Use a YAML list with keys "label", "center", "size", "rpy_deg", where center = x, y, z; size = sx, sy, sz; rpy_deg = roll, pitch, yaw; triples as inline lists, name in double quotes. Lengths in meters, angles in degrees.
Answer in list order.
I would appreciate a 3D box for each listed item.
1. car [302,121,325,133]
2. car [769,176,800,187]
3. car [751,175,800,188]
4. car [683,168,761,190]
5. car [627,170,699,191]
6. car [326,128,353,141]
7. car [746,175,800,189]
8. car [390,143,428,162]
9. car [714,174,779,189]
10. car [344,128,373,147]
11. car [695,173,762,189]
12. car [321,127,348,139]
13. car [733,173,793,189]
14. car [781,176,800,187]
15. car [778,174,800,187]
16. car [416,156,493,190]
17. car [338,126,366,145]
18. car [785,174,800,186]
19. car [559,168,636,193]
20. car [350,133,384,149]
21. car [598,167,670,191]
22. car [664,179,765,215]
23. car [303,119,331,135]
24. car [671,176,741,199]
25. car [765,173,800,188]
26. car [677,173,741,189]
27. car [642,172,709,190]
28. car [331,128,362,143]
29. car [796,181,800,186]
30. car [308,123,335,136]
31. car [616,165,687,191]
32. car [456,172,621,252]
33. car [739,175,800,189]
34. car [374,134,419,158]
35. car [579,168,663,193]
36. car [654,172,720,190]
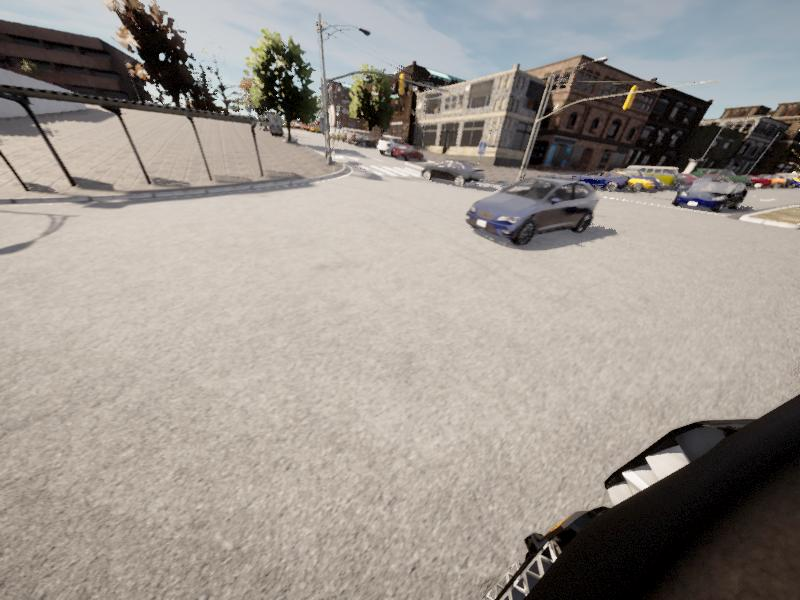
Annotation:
- label: "car"
  center: [-20.625, -41.309, 55.144]
  size: [2.185, 1.767, 4.553]
  rpy_deg: [29, 40, 26]
- label: "car"
  center: [70.251, -20.919, 40.983]
  size: [2.163, 1.488, 4.792]
  rpy_deg: [-23, 40, -35]
- label: "car"
  center: [64.519, -20.072, 39.125]
  size: [1.946, 1.575, 5.366]
  rpy_deg: [-23, 40, -35]
- label: "car"
  center: [42.304, -16.170, 30.694]
  size: [2.435, 2.045, 5.566]
  rpy_deg: [-25, 41, -37]
- label: "car"
  center: [28.503, -13.159, 25.298]
  size: [4.892, 1.521, 2.231]
  rpy_deg: [29, 40, 36]
- label: "car"
  center: [-11.228, -31.093, 43.451]
  size: [2.002, 1.452, 4.674]
  rpy_deg: [31, 41, 27]
- label: "car"
  center: [61.831, -19.523, 38.043]
  size: [2.097, 1.535, 5.008]
  rpy_deg: [-23, 40, -35]
- label: "car"
  center: [1.108, -17.600, 27.620]
  size: [2.002, 1.452, 4.674]
  rpy_deg: [30, 41, 27]
- label: "car"
  center: [50.616, -17.539, 33.999]
  size: [2.097, 1.535, 5.008]
  rpy_deg: [-25, 41, -36]
- label: "car"
  center: [-6.636, -26.194, 37.272]
  size: [1.878, 1.987, 4.442]
  rpy_deg: [31, 41, 27]
- label: "car"
  center: [45.045, -16.504, 31.914]
  size: [2.097, 1.535, 5.008]
  rpy_deg: [-25, 41, -37]
- label: "car"
  center: [-12.788, -32.779, 45.425]
  size: [2.002, 1.452, 4.674]
  rpy_deg: [30, 41, 27]
- label: "car"
  center: [56.231, -18.640, 35.959]
  size: [2.185, 1.767, 4.553]
  rpy_deg: [-24, 41, -36]
- label: "car"
  center: [75.902, -21.862, 42.873]
  size: [2.097, 1.535, 5.008]
  rpy_deg: [-22, 40, -35]
- label: "car"
  center: [73.178, -21.541, 41.722]
  size: [1.878, 1.987, 4.442]
  rpy_deg: [-23, 40, -35]
- label: "car"
  center: [3.748, -9.240, 16.652]
  size: [2.128, 1.511, 4.902]
  rpy_deg: [-25, 44, -37]
- label: "car"
  center: [-8.182, -27.884, 39.253]
  size: [1.878, 1.987, 4.442]
  rpy_deg: [31, 41, 27]
- label: "car"
  center: [78.703, -22.547, 43.710]
  size: [2.435, 2.045, 5.566]
  rpy_deg: [-23, 40, -35]
- label: "car"
  center: [17.590, -10.814, 20.781]
  size: [4.792, 1.488, 2.163]
  rpy_deg: [28, 40, 35]
- label: "car"
  center: [-5.062, -24.372, 35.503]
  size: [2.231, 1.521, 4.892]
  rpy_deg: [30, 41, 27]
- label: "car"
  center: [23.037, -12.088, 22.930]
  size: [4.553, 1.767, 2.185]
  rpy_deg: [29, 40, 35]
- label: "car"
  center: [18.580, -6.231, 13.697]
  size: [4.792, 1.488, 2.163]
  rpy_deg: [-13, 36, -23]
- label: "car"
  center: [-19.008, -39.720, 53.099]
  size: [2.435, 2.045, 5.566]
  rpy_deg: [30, 40, 26]
- label: "car"
  center: [26.489, -9.804, 20.014]
  size: [5.357, 1.411, 2.033]
  rpy_deg: [-12, 36, -23]
- label: "car"
  center: [67.547, -20.608, 39.794]
  size: [1.878, 1.987, 4.442]
  rpy_deg: [-23, 40, -35]
- label: "car"
  center: [39.499, -15.386, 29.775]
  size: [2.002, 1.452, 4.674]
  rpy_deg: [-26, 42, -37]
- label: "car"
  center: [31.242, -13.700, 26.445]
  size: [2.002, 1.452, 4.674]
  rpy_deg: [-27, 42, -38]
- label: "car"
  center: [-9.568, -29.512, 41.571]
  size: [1.946, 1.575, 5.366]
  rpy_deg: [30, 41, 27]
- label: "car"
  center: [84.323, -23.472, 45.624]
  size: [2.435, 2.045, 5.566]
  rpy_deg: [-23, 40, -35]
- label: "car"
  center: [-17.337, -37.926, 51.427]
  size: [1.946, 1.575, 5.366]
  rpy_deg: [30, 40, 26]
- label: "car"
  center: [25.869, -12.714, 23.957]
  size: [4.442, 1.987, 1.878]
  rpy_deg: [29, 40, 35]
- label: "car"
  center: [4.017, -2.790, 6.831]
  size: [4.193, 1.474, 1.816]
  rpy_deg: [-15, 39, -24]
- label: "car"
  center: [59.028, -19.029, 37.037]
  size: [2.231, 1.521, 4.892]
  rpy_deg: [-24, 40, -35]
- label: "car"
  center: [-0.386, -19.530, 29.444]
  size: [2.435, 2.045, 5.566]
  rpy_deg: [30, 41, 27]
- label: "car"
  center: [20.473, -11.291, 21.692]
  size: [5.366, 1.575, 1.946]
  rpy_deg: [28, 40, 35]
- label: "car"
  center: [33.988, -14.275, 27.575]
  size: [2.002, 1.452, 4.674]
  rpy_deg: [-26, 42, -38]
